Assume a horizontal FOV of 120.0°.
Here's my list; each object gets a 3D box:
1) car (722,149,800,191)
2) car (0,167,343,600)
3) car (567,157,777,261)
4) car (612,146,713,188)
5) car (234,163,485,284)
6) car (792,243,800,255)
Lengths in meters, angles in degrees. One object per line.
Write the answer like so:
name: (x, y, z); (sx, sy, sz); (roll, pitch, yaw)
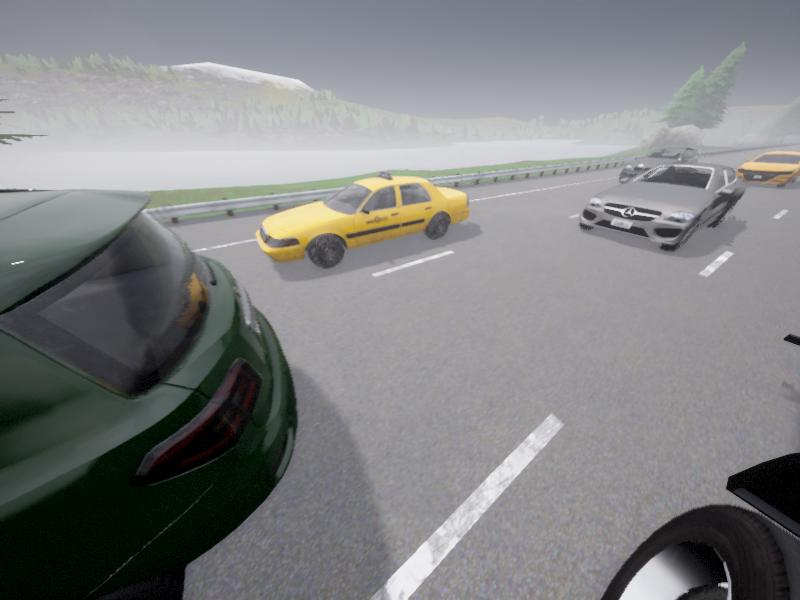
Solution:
car: (20.208, -7.157, 12.504); (5.008, 1.535, 1.882); (-19, 39, -24)
car: (-3.323, 1.117, 0.566); (5.566, 2.045, 2.150); (-22, 41, -28)
car: (7.487, -2.841, 6.432); (5.027, 1.651, 2.152); (-19, 40, -24)
car: (15.099, -7.820, 13.355); (4.611, 1.667, 2.242); (-19, 39, -24)
car: (-0.594, -2.233, 5.669); (5.366, 1.575, 1.801); (-21, 40, -27)
car: (11.496, -1.948, 4.998); (4.553, 1.767, 2.097); (-19, 39, -24)
